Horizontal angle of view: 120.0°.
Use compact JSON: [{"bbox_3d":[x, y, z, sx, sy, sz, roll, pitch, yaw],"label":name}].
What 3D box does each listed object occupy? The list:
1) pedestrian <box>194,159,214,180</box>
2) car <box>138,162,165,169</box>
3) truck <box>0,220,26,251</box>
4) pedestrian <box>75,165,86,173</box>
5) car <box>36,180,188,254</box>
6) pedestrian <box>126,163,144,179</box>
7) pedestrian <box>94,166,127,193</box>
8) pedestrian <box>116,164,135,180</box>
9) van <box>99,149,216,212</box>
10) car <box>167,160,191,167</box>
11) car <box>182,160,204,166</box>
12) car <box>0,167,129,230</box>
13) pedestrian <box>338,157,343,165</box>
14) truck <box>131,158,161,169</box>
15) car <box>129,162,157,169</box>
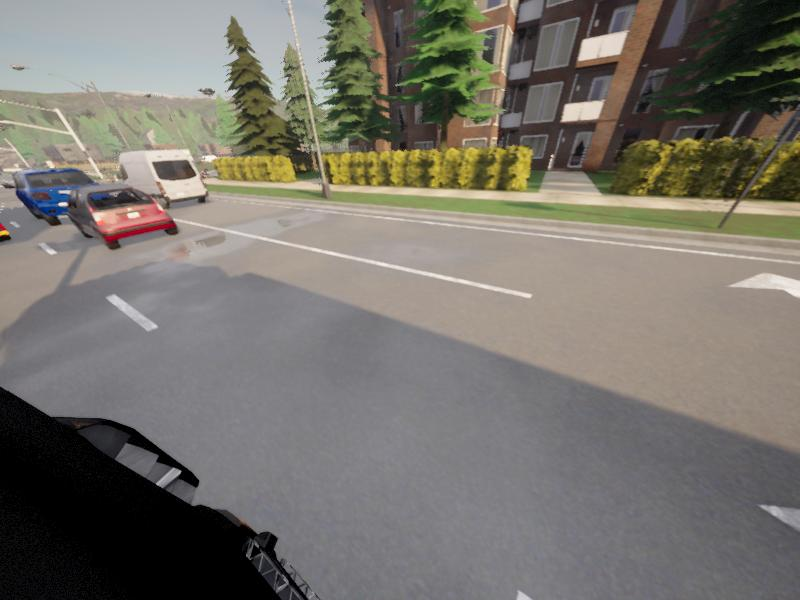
[{"bbox_3d":[-20.572,-13.755,24.310,0.751,1.860,0.751,17,38,27],"label":"pedestrian"},{"bbox_3d":[-74.187,-40.225,68.920,2.038,1.542,4.974,16,38,26],"label":"car"},{"bbox_3d":[-16.712,-3.692,7.325,8.468,3.827,2.891,16,38,26],"label":"truck"},{"bbox_3d":[-79.445,-32.544,57.390,0.751,1.860,0.751,-28,41,-33],"label":"pedestrian"},{"bbox_3d":[-9.434,-2.916,7.625,3.988,1.617,1.851,16,38,26],"label":"car"},{"bbox_3d":[-36.625,-17.811,31.914,0.751,1.860,0.751,18,39,28],"label":"pedestrian"},{"bbox_3d":[-23.423,-9.730,18.703,0.751,1.860,0.751,14,37,24],"label":"pedestrian"},{"bbox_3d":[-37.355,-17.481,31.471,0.751,1.860,0.751,17,38,27],"label":"pedestrian"},{"bbox_3d":[-13.401,-6.678,12.767,5.915,2.561,1.988,16,38,26],"label":"van"},{"bbox_3d":[-72.990,-45.208,76.377,2.038,1.542,4.974,16,38,26],"label":"car"},{"bbox_3d":[-68.637,-45.574,76.743,2.128,1.511,4.902,16,38,26],"label":"car"},{"bbox_3d":[-15.601,-4.869,10.639,5.566,2.045,2.150,16,38,26],"label":"car"},{"bbox_3d":[-10.045,-23.439,38.885,0.500,1.100,0.500,17,38,27],"label":"pedestrian"},{"bbox_3d":[-77.141,-41.543,70.334,2.627,2.467,5.204,16,38,26],"label":"truck"},{"bbox_3d":[-80.143,-42.067,72.105,1.930,1.638,5.238,16,38,26],"label":"car"}]
